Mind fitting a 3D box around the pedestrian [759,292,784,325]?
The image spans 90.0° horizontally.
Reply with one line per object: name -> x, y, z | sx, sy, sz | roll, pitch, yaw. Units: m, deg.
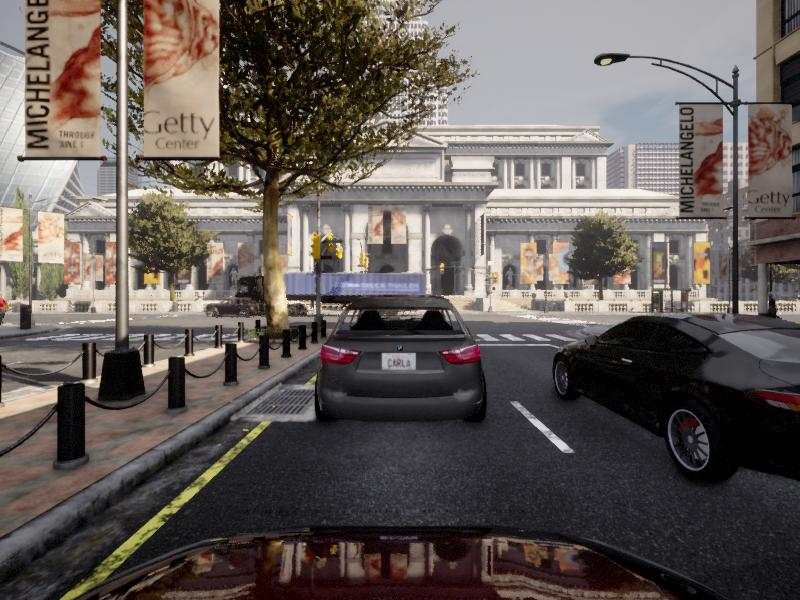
pedestrian -> 21.001, 0.485, 22.622 | 0.751, 1.860, 0.751 | 0, 0, 6

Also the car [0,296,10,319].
car -> -34.566, 0.646, 32.518 | 3.866, 1.878, 1.905 | 0, 0, 0

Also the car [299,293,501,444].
car -> 0.019, 0.756, 6.742 | 2.242, 1.667, 4.611 | 0, 0, 0

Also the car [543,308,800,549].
car -> 3.472, 0.870, 4.859 | 1.812, 1.442, 4.674 | 0, 0, 0

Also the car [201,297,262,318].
car -> -15.029, 0.656, 35.899 | 4.605, 1.855, 1.932 | 1, 0, 1

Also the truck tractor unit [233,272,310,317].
truck tractor unit -> -12.515, -0.522, 39.380 | 6.516, 4.208, 3.053 | 0, 0, 0

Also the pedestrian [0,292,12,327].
pedestrian -> -21.427, 0.485, 21.454 | 0.751, 1.860, 0.751 | 0, 0, -29

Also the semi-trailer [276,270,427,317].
semi-trailer -> -4.602, -0.617, 39.326 | 14.254, 4.402, 2.717 | 0, 0, 0
